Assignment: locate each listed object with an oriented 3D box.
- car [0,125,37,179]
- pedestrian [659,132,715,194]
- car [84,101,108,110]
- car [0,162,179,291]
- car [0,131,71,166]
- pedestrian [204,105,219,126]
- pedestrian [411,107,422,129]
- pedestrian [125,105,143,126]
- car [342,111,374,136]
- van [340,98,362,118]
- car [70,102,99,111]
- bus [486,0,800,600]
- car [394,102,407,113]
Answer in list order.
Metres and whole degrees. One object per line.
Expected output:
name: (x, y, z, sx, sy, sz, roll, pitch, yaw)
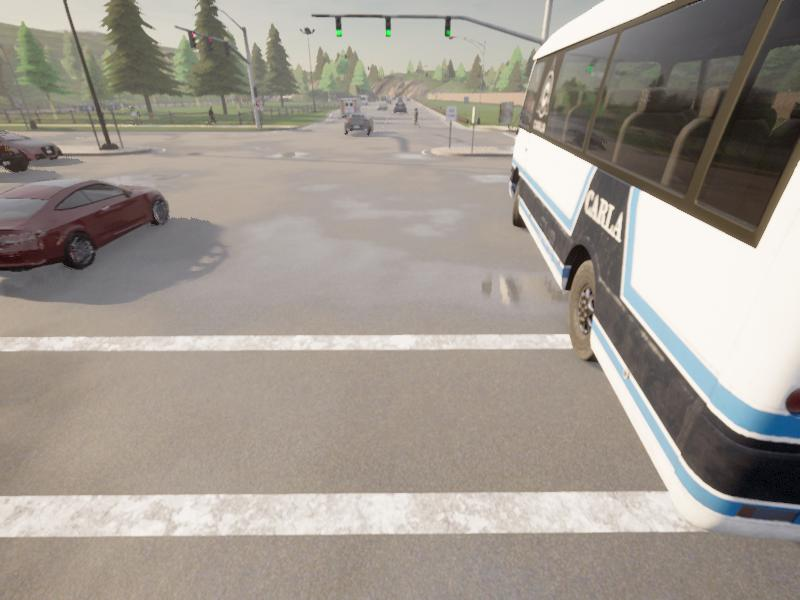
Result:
car: (-17.763, -6.003, 16.152, 3.866, 1.878, 1.905, 1, 27, 0)
pedestrian: (9.571, -4.597, 13.408, 0.751, 1.860, 0.751, -3, 27, -6)
car: (-64.545, -41.247, 84.902, 1.851, 1.617, 3.988, 0, 27, 0)
car: (-6.996, -1.870, 8.628, 1.812, 1.442, 4.674, 0, 27, 0)
car: (-19.052, -7.381, 19.399, 4.181, 1.385, 1.994, 0, 27, 1)
pedestrian: (-18.453, -18.087, 39.239, 0.751, 1.860, 0.751, 2, 27, 3)
pedestrian: (1.598, -17.501, 38.433, 0.751, 1.860, 0.751, 14, 30, 25)
pedestrian: (-26.523, -18.404, 39.854, 0.751, 1.860, 0.751, 2, 27, 4)
car: (-3.476, -15.184, 34.252, 2.152, 1.651, 5.027, 0, 27, 0)
van: (-6.957, -27.590, 57.433, 2.351, 2.431, 6.366, 0, 27, 0)
car: (-68.036, -41.857, 86.292, 2.152, 1.651, 5.027, 0, 27, 0)
bus: (3.874, -2.117, 6.044, 3.944, 4.253, 10.273, 3, 27, 6)
car: (0.052, -35.125, 72.874, 2.242, 1.667, 4.611, 0, 27, 0)
